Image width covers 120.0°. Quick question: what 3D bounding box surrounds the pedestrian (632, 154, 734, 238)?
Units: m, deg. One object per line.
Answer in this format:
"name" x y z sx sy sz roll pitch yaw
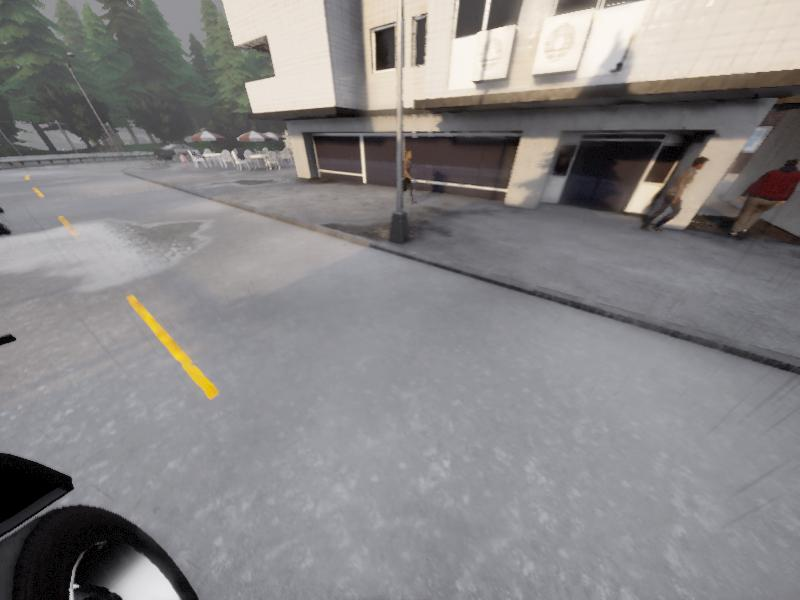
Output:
"pedestrian" 7.205 -2.703 6.045 0.751 1.860 0.751 17 38 22

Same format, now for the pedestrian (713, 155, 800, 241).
"pedestrian" 9.307 -2.592 5.912 0.751 1.860 0.751 -29 44 -35

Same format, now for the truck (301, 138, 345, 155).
"truck" -12.057 -24.425 36.625 2.390 2.098 6.274 22 41 28

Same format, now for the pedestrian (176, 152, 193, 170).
"pedestrian" -16.506 -10.679 17.723 0.500 1.100 0.500 -30 45 -35

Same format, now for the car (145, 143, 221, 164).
"car" -22.467 -15.510 24.270 1.930 1.638 5.238 17 38 22

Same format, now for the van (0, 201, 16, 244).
"van" -12.953 -3.075 5.942 5.915 2.561 1.988 22 40 27

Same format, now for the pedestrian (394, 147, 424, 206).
"pedestrian" 0.303 -4.616 8.655 0.751 1.860 0.751 26 42 31
